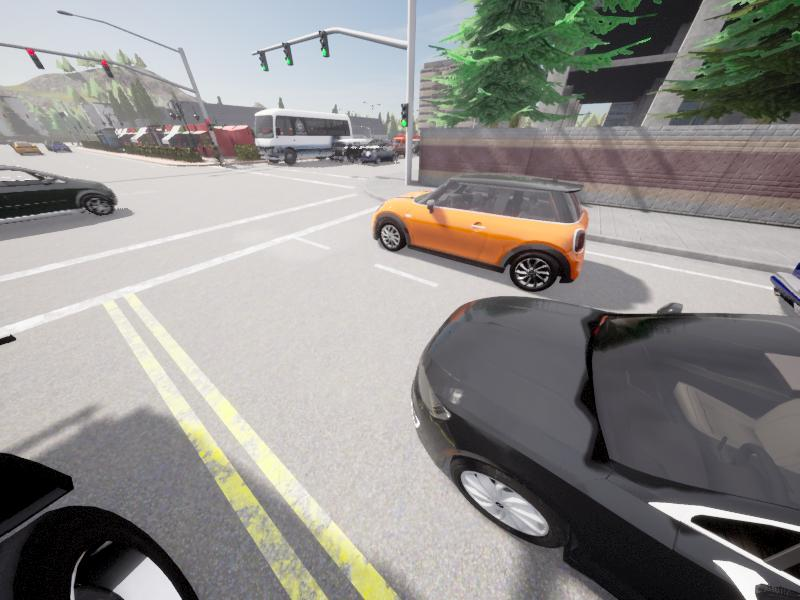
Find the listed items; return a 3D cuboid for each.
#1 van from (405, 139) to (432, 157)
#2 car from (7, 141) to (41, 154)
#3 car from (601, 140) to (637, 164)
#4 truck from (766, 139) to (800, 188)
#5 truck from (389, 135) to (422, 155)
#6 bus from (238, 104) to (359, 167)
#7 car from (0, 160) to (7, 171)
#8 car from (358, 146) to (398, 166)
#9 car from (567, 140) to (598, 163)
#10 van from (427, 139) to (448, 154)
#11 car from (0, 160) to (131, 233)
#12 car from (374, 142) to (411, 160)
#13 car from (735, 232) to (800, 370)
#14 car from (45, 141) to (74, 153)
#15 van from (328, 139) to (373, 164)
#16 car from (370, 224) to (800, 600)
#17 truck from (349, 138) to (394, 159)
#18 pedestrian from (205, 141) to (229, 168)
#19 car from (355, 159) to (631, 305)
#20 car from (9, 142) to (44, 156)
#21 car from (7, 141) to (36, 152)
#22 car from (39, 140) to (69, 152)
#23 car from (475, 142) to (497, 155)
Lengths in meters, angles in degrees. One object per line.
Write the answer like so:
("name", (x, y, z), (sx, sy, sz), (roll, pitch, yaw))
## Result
("van", (2.681, -22.218, 33.656), (1.775, 1.987, 4.442), (22, 41, 28))
("car", (-58.111, -23.554, 35.664), (4.792, 1.488, 2.163), (22, 41, 28))
("car", (22.117, -15.102, 23.540), (1.905, 1.878, 3.866), (22, 41, 28))
("truck", (22.654, -6.918, 11.474), (2.615, 2.467, 5.204), (22, 41, 28))
("truck", (0.910, -24.496, 36.452), (2.627, 2.467, 5.204), (22, 41, 28))
("bus", (-9.334, -16.574, 23.593), (3.944, 4.253, 10.273), (22, 41, 28))
("car", (-33.607, -11.124, 18.187), (4.792, 1.488, 2.163), (22, 41, 28))
("car", (-2.060, -14.513, 23.126), (1.970, 1.475, 3.806), (22, 40, 27))
("car", (19.706, -16.079, 24.911), (1.905, 1.878, 3.866), (22, 41, 28))
("van", (6.238, -25.597, 38.476), (1.775, 1.987, 4.442), (19, 39, 24))
("car", (-11.380, -3.163, 6.942), (1.789, 1.549, 3.705), (21, 40, 27))
("car", (-0.868, -19.117, 29.545), (2.152, 1.651, 5.027), (22, 40, 28))
("car", (7.249, 0.641, 1.932), (4.718, 1.301, 1.895), (22, 41, 28))
("car", (-55.709, -25.027, 37.778), (4.193, 1.474, 1.816), (22, 41, 28))
("van", (-5.050, -15.856, 24.523), (2.069, 2.038, 4.480), (19, 39, 24))
("car", (2.365, 1.036, 1.164), (4.892, 1.490, 1.837), (22, 41, 28))
("truck", (-3.670, -20.530, 31.118), (2.390, 2.098, 6.274), (22, 40, 28))
("pedestrian", (-15.178, -12.070, 19.199), (0.751, 1.860, 0.751), (19, 39, 25))
("car", (1.514, -1.895, 5.059), (4.553, 1.767, 2.097), (22, 41, 28))
("car", (-52.590, -21.353, 32.529), (5.008, 1.535, 1.882), (22, 40, 27))
("car", (-63.718, -25.848, 38.833), (5.008, 1.535, 1.882), (22, 41, 28))
("car", (-61.060, -27.265, 40.785), (4.856, 1.649, 2.033), (22, 41, 28))
("car", (13.797, -24.208, 36.888), (1.851, 1.617, 3.988), (22, 41, 28))
